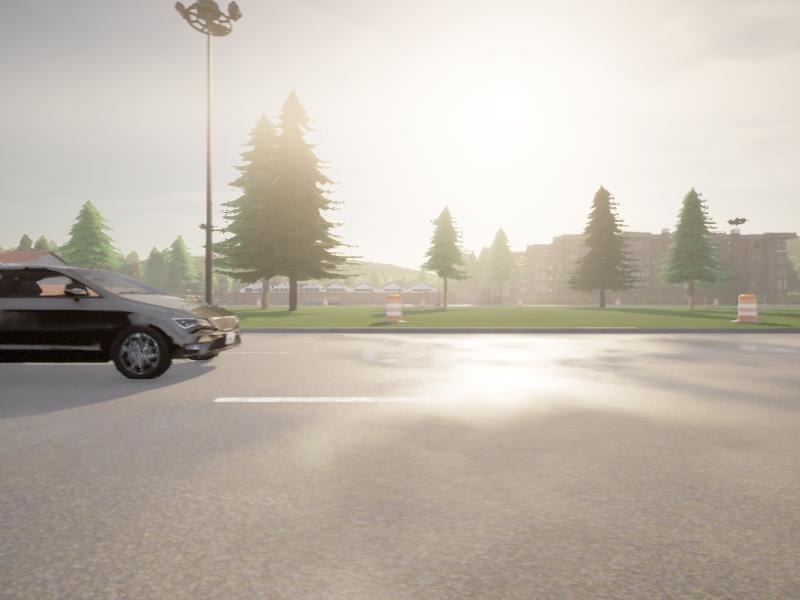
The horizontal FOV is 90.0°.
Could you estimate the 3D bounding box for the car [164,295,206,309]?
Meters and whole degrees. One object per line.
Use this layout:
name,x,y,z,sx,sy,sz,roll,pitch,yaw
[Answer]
car,-23.594,0.242,44.098,1.970,1.475,3.806,0,0,17

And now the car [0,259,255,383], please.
car,-4.495,0.252,5.703,4.193,1.474,1.816,0,0,0

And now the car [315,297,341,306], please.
car,-11.394,0.248,63.879,3.806,1.475,1.970,0,0,0

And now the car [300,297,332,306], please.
car,-14.062,0.229,67.384,4.902,1.511,2.128,0,0,0

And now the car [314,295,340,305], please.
car,-13.572,0.047,74.390,4.605,1.855,1.932,0,0,0
